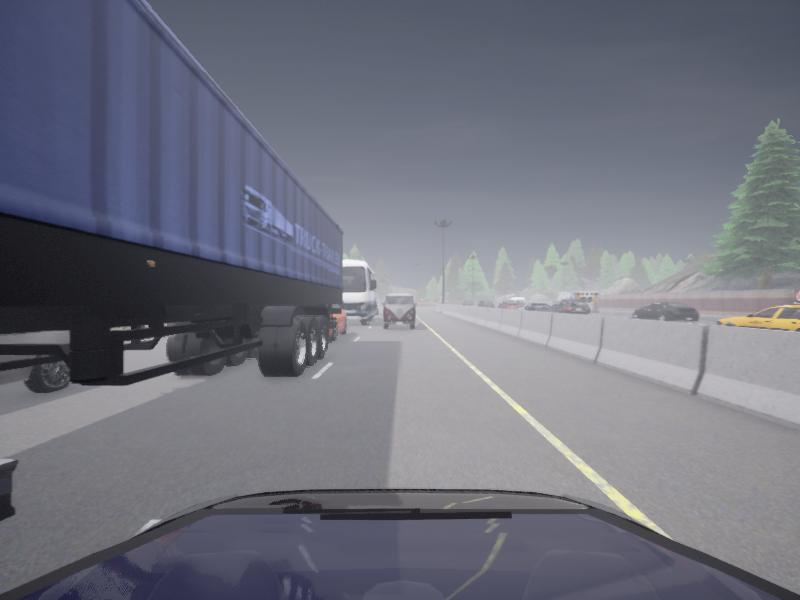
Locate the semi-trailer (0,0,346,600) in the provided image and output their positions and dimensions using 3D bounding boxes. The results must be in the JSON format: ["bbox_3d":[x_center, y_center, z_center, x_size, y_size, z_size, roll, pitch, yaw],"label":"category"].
[{"bbox_3d":[-3.380,-0.603,7.135,2.717,4.402,14.254,0,0,1],"label":"semi-trailer"}]

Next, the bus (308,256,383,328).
[{"bbox_3d":[-3.422,-0.482,28.664,3.944,4.253,10.273,0,0,0],"label":"bus"}]

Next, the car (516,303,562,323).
[{"bbox_3d":[10.453,0.963,30.389,1.994,1.385,4.181,0,0,0],"label":"car"}]

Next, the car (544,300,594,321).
[{"bbox_3d":[13.945,0.818,33.327,2.242,1.667,4.611,0,0,0],"label":"car"}]

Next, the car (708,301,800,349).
[{"bbox_3d":[13.983,0.827,14.304,1.801,1.575,5.366,0,0,0],"label":"car"}]

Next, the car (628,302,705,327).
[{"bbox_3d":[17.460,0.893,26.579,1.837,1.490,4.892,0,0,0],"label":"car"}]

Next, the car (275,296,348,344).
[{"bbox_3d":[-3.515,0.726,16.820,2.097,1.767,4.553,0,0,0],"label":"car"}]

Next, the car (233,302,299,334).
[{"bbox_3d":[-7.027,0.863,21.579,1.882,1.535,5.008,0,0,0],"label":"car"}]

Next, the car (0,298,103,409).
[{"bbox_3d":[-7.003,0.792,5.472,2.152,1.651,5.027,0,0,0],"label":"car"}]

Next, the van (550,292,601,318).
[{"bbox_3d":[17.438,0.450,40.172,2.351,2.431,6.366,0,0,0],"label":"van"}]

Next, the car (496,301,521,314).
[{"bbox_3d":[13.916,0.922,51.545,2.007,1.525,4.514,0,0,0],"label":"car"}]

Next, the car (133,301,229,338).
[{"bbox_3d":[-10.526,0.837,19.826,1.801,1.575,5.366,0,0,0],"label":"car"}]

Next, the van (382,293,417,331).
[{"bbox_3d":[-0.033,0.641,22.901,1.775,1.987,4.442,0,0,0],"label":"van"}]

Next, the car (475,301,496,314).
[{"bbox_3d":[10.417,0.906,49.149,1.789,1.549,3.705,0,0,0],"label":"car"}]
